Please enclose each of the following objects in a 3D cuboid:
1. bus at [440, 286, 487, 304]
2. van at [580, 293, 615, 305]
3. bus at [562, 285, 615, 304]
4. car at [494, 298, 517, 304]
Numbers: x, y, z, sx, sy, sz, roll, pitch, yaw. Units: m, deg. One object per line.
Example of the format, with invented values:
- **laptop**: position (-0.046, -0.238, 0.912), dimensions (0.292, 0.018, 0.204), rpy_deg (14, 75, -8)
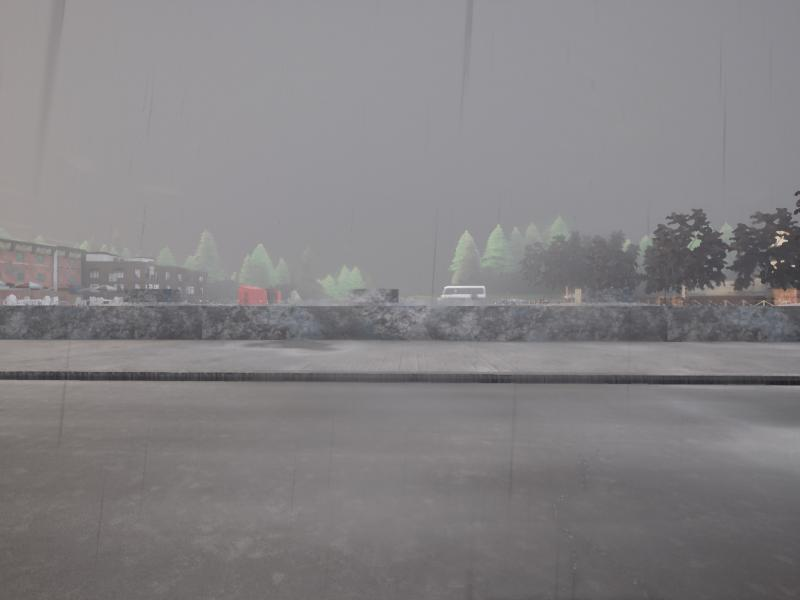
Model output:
- **bus**: position (14.516, -1.139, 92.605), dimensions (10.273, 4.253, 3.944), rpy_deg (0, 0, 2)
- **van**: position (43.289, -0.227, 87.777), dimensions (6.366, 2.431, 2.351), rpy_deg (0, 0, 2)
- **bus**: position (43.055, -1.139, 91.668), dimensions (10.273, 4.253, 3.944), rpy_deg (0, 0, 2)
- **car**: position (24.354, 0.223, 92.403), dimensions (5.008, 1.535, 1.882), rpy_deg (0, 0, 2)
